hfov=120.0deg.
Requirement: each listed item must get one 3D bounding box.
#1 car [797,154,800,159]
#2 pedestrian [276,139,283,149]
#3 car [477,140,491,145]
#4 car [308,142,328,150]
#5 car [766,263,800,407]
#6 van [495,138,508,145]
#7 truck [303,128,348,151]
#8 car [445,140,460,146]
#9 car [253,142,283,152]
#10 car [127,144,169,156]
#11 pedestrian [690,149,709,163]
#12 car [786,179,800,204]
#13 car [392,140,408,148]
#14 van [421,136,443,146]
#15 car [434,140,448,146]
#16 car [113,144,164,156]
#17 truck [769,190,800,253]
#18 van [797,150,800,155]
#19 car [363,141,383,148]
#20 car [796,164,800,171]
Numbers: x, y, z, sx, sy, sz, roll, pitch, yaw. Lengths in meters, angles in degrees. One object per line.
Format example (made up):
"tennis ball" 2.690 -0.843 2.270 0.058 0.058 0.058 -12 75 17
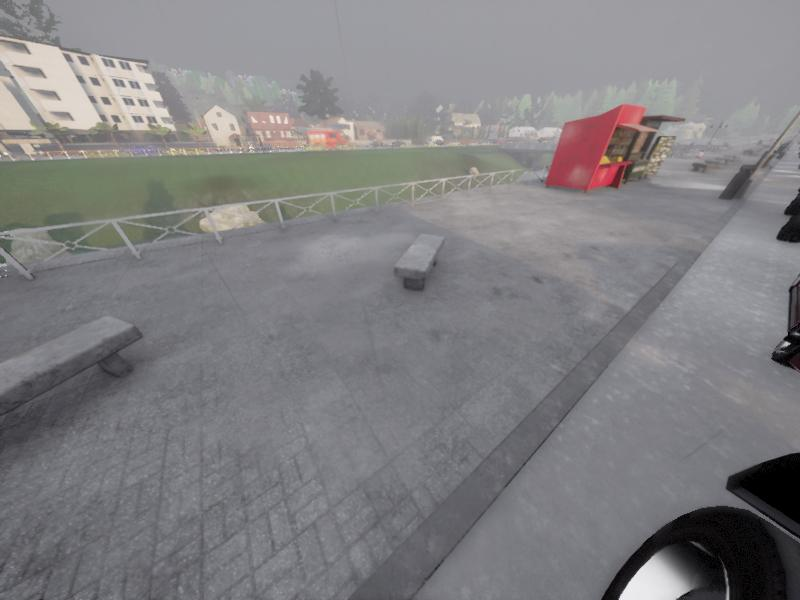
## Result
"car" 47.931 -17.243 26.377 4.605 1.855 1.932 -22 41 -28
"pedestrian" -27.531 -35.495 52.644 0.751 1.860 0.751 -27 43 -33
"car" 28.001 -52.397 76.782 4.674 1.442 1.812 -22 41 -28
"car" -19.000 -35.892 53.772 3.806 1.475 1.970 -22 41 -28
"car" 6.193 0.204 2.395 4.181 1.385 1.994 -21 40 -28
"van" 35.684 -55.776 81.047 4.442 1.987 1.775 -22 41 -28
"truck" -16.135 -35.270 50.756 8.468 3.827 2.891 -22 41 -28
"car" 16.819 -50.569 74.395 4.718 1.301 1.895 -22 41 -28
"car" -26.082 -30.225 45.708 4.792 1.488 2.163 -22 41 -28
"car" -40.636 -24.258 37.359 4.193 1.474 1.816 -22 41 -27
"pedestrian" 27.996 -13.450 21.625 0.500 1.100 0.500 13 37 18
"car" 18.503 -4.951 9.480 4.902 1.511 2.128 -22 41 -28
"car" 0.039 -40.945 60.676 3.988 1.617 1.851 -22 41 -28
"van" 9.751 -48.130 70.009 6.366 2.431 2.351 -22 41 -28
"car" 12.068 -45.903 67.584 3.633 1.501 1.845 -22 41 -28
"car" -44.163 -25.495 39.212 5.357 1.411 2.033 -21 40 -27
"truck" 12.381 -2.653 5.758 6.274 2.098 2.390 -22 41 -28
"van" 57.415 -21.433 31.637 5.915 2.561 1.988 -22 41 -28
"car" -7.101 -40.825 60.582 4.892 1.490 1.837 -22 41 -28
"car" 33.006 -10.971 17.849 5.366 1.575 1.801 -22 41 -28
